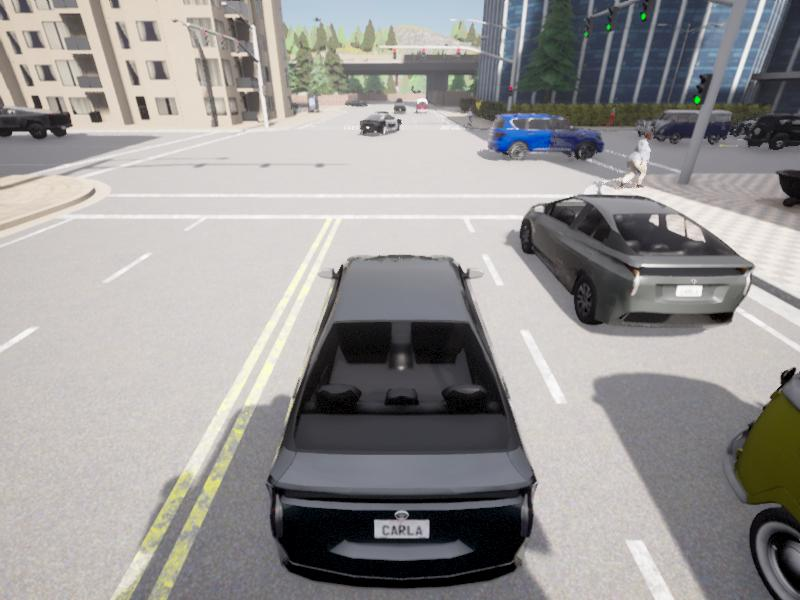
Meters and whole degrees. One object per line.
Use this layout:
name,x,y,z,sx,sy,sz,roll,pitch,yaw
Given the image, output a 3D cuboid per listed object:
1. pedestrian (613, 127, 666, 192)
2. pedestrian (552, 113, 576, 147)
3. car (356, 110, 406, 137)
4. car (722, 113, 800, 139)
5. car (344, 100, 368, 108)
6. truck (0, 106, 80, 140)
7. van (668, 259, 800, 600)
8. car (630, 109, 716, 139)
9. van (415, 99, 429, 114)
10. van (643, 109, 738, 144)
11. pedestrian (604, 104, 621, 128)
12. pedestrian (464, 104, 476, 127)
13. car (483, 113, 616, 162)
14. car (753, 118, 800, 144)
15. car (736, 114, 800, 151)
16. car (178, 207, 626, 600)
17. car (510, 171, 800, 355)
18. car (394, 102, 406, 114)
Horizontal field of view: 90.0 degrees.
pedestrian,7.551,-4.454,12.683,0.751,1.860,0.751,-2,28,-4
pedestrian,10.035,-10.408,24.480,0.751,1.860,0.751,-5,28,-10
car,-1.440,-14.415,32.488,1.930,1.638,5.238,11,30,20
car,27.397,-12.886,29.562,5.027,1.651,2.152,0,27,-1
car,-9.450,-42.283,86.190,4.892,1.490,1.837,0,27,0
truck,-27.518,-12.797,28.877,6.274,2.098,2.390,0,27,-1
van,3.189,1.646,1.181,1.775,1.987,4.442,2,27,3
car,19.960,-12.964,29.435,4.605,1.855,1.932,0,27,-1
van,3.480,-31.085,64.166,2.069,2.038,4.480,0,27,0
van,18.976,-11.394,26.294,4.442,1.987,1.775,0,27,0
pedestrian,19.027,-16.481,35.844,0.751,1.860,0.751,0,27,0
pedestrian,6.438,-16.937,36.724,0.751,1.860,0.751,-4,28,-8
car,7.215,-8.136,19.957,5.566,2.045,2.150,0,27,0
car,26.461,-11.203,26.480,4.193,1.474,1.816,0,27,-1
car,22.524,-9.756,23.243,3.866,1.878,1.905,0,27,-1
car,0.009,0.366,4.146,2.007,1.525,4.514,0,27,0
car,3.508,-1.006,6.788,2.007,1.525,4.514,0,27,0
car,-0.002,-30.456,63.383,1.930,1.638,5.238,0,27,0
